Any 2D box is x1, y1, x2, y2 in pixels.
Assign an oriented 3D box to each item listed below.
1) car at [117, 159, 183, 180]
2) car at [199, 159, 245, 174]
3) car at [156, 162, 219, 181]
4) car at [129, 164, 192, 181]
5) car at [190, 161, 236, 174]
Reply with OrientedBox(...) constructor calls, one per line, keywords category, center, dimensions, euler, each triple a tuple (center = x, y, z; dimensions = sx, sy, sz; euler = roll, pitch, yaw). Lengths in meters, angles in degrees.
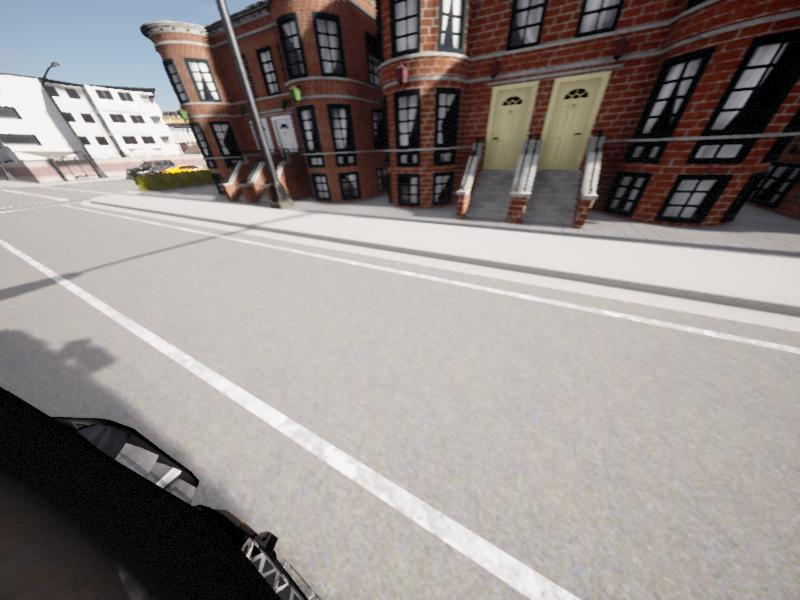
OrientedBox(category="car", center=(-34.304, -18.135, 31.970), dimensions=(2.150, 2.045, 5.566), euler=(15, 37, 25))
OrientedBox(category="car", center=(-27.544, -20.866, 35.980), dimensions=(1.930, 1.638, 5.238), euler=(16, 38, 26))
OrientedBox(category="car", center=(-25.156, -15.344, 27.560), dimensions=(1.882, 1.535, 5.008), euler=(15, 37, 25))
OrientedBox(category="car", center=(-31.345, -16.912, 30.503), dimensions=(2.033, 1.411, 5.357), euler=(15, 37, 25))
OrientedBox(category="car", center=(-30.458, -21.763, 37.767), dimensions=(2.033, 1.411, 5.357), euler=(16, 38, 25))
